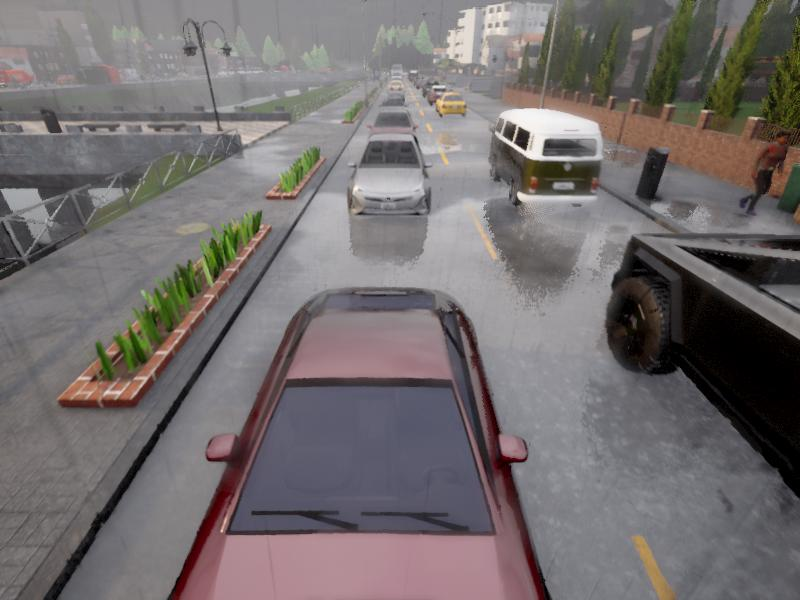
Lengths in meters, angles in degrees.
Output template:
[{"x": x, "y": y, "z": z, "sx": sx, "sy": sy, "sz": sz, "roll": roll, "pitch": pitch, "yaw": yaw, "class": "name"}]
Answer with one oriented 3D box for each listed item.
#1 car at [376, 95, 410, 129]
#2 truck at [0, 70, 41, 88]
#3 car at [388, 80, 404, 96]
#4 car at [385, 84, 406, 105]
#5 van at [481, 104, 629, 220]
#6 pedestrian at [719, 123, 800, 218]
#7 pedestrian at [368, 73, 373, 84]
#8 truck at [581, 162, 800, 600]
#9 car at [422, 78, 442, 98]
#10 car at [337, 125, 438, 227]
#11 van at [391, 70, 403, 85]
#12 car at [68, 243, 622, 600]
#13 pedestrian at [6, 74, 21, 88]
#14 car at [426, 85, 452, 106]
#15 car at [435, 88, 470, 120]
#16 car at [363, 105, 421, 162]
[{"x": -0.408, "y": -11.157, "z": 23.631, "sx": 1.816, "sy": 1.474, "sz": 4.193, "roll": 0, "pitch": 30, "yaw": -1, "class": "car"}, {"x": -62.239, "y": -35.924, "z": 64.974, "sx": 2.627, "sy": 2.467, "sz": 5.204, "roll": 0, "pitch": 30, "yaw": 0, "class": "truck"}, {"x": -0.446, "y": -25.661, "z": 48.380, "sx": 1.882, "sy": 1.535, "sz": 5.008, "roll": 0, "pitch": 30, "yaw": 0, "class": "car"}, {"x": -0.393, "y": -19.304, "z": 37.510, "sx": 1.845, "sy": 1.501, "sz": 3.633, "roll": 0, "pitch": 31, "yaw": 0, "class": "car"}, {"x": 3.656, "y": -3.868, "z": 10.611, "sx": 2.069, "sy": 2.038, "sz": 4.480, "roll": 0, "pitch": 31, "yaw": 0, "class": "van"}, {"x": 7.960, "y": -2.813, "z": 8.725, "sx": 0.751, "sy": 1.860, "sz": 0.751, "roll": 0, "pitch": 30, "yaw": 0, "class": "pedestrian"}, {"x": -5.430, "y": -40.820, "z": 73.735, "sx": 0.751, "sy": 1.860, "sz": 0.751, "roll": 6, "pitch": 31, "yaw": 9, "class": "pedestrian"}, {"x": 3.698, "y": 0.941, "z": 2.321, "sx": 2.390, "sy": 2.098, "sz": 6.274, "roll": 0, "pitch": 30, "yaw": 0, "class": "truck"}, {"x": 3.554, "y": -24.013, "z": 45.230, "sx": 1.932, "sy": 1.855, "sz": 4.605, "roll": 0, "pitch": 31, "yaw": 0, "class": "car"}, {"x": -0.219, "y": -3.406, "z": 10.322, "sx": 2.007, "sy": 1.525, "sz": 4.514, "roll": 0, "pitch": 30, "yaw": 1, "class": "car"}, {"x": -0.594, "y": -43.439, "z": 77.901, "sx": 2.351, "sy": 2.431, "sz": 6.366, "roll": 0, "pitch": 30, "yaw": 0, "class": "van"}, {"x": -0.197, "y": 1.023, "z": 2.929, "sx": 1.994, "sy": 1.385, "sz": 4.181, "roll": 0, "pitch": 30, "yaw": 0, "class": "car"}, {"x": -58.587, "y": -33.161, "z": 60.603, "sx": 0.751, "sy": 1.860, "sz": 0.751, "roll": 0, "pitch": 30, "yaw": 0, "class": "pedestrian"}, {"x": 3.543, "y": -18.845, "z": 36.782, "sx": 1.970, "sy": 1.475, "sz": 3.806, "roll": 0, "pitch": 30, "yaw": 0, "class": "car"}, {"x": 3.587, "y": -13.940, "z": 28.297, "sx": 1.801, "sy": 1.575, "sz": 5.366, "roll": 0, "pitch": 31, "yaw": 0, "class": "car"}, {"x": -0.268, "y": -6.851, "z": 16.213, "sx": 2.007, "sy": 1.525, "sz": 4.514, "roll": 0, "pitch": 30, "yaw": 0, "class": "car"}]
